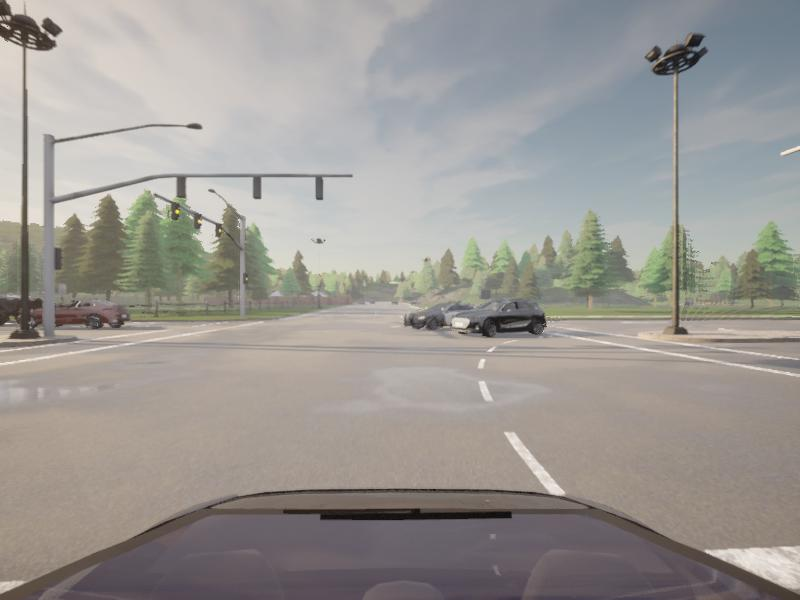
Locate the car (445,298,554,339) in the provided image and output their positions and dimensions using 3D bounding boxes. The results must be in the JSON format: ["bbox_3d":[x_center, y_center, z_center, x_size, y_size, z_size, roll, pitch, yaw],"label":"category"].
[{"bbox_3d":[4.584,0.772,18.202,4.856,1.649,2.033,0,0,-32],"label":"car"}]

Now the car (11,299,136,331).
[{"bbox_3d":[-17.850,0.772,22.125,5.027,1.651,2.152,0,0,-4],"label":"car"}]

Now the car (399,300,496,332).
[{"bbox_3d":[2.624,0.819,21.868,4.974,1.542,2.038,0,1,-26],"label":"car"}]

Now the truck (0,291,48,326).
[{"bbox_3d":[-26.326,0.531,25.081,6.274,2.098,2.390,0,0,-4],"label":"truck"}]
